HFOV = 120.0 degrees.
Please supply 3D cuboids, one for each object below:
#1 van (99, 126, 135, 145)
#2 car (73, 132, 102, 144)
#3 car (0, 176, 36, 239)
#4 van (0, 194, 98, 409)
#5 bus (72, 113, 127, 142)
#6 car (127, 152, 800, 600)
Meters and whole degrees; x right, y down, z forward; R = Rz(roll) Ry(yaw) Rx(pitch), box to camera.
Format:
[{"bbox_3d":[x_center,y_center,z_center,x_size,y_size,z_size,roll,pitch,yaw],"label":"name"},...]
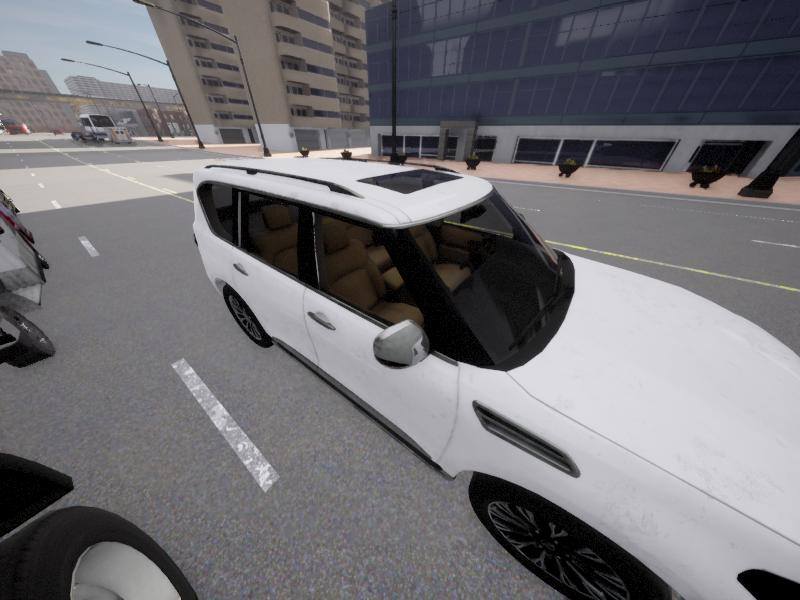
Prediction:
[{"bbox_3d":[-51.768,-30.142,42.304,6.366,2.431,2.351,24,42,27],"label":"van"},{"bbox_3d":[-56.378,-29.258,41.688,4.902,1.511,2.128,24,42,27],"label":"car"},{"bbox_3d":[-12.932,-2.857,6.571,4.902,1.511,2.128,23,41,28],"label":"car"},{"bbox_3d":[-6.911,-0.725,2.802,6.366,2.431,2.351,22,41,28],"label":"van"},{"bbox_3d":[-60.724,-34.805,46.659,10.273,4.253,3.944,24,41,27],"label":"bus"},{"bbox_3d":[-0.020,-0.211,2.438,5.566,2.045,2.150,23,41,28],"label":"car"}]
